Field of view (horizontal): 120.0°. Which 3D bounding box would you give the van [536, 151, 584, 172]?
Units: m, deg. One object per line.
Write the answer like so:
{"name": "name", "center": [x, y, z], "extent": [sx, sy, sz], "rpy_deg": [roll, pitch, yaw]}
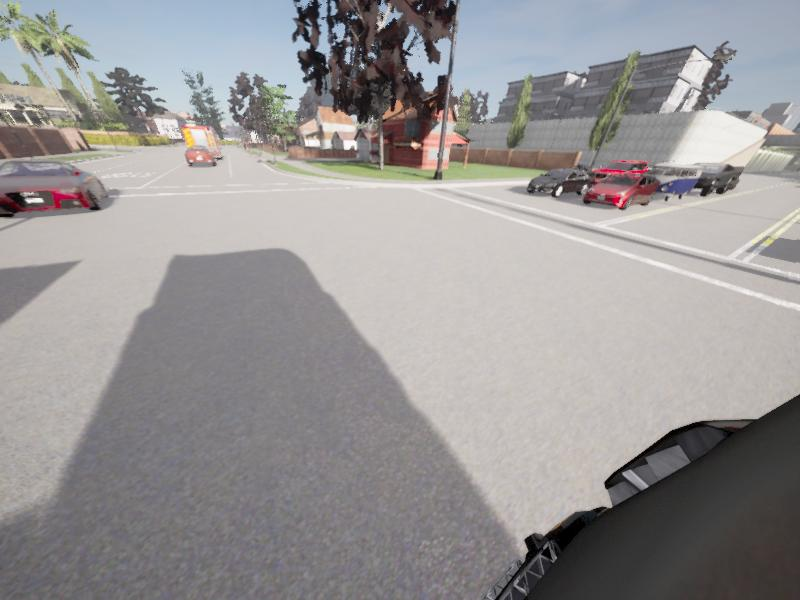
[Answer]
{"name": "van", "center": [26.653, -23.342, 38.822], "extent": [1.988, 2.561, 5.915], "rpy_deg": [-16, 38, -26]}

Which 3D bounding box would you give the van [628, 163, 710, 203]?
{"name": "van", "center": [17.229, -7.583, 14.829], "extent": [4.442, 1.987, 1.775], "rpy_deg": [-16, 38, -26]}

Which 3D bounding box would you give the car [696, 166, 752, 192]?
{"name": "car", "center": [29.910, -11.271, 21.357], "extent": [3.866, 1.878, 1.905], "rpy_deg": [-17, 38, -27]}

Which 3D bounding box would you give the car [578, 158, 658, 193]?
{"name": "car", "center": [17.024, -9.752, 18.041], "extent": [5.566, 2.045, 2.150], "rpy_deg": [-16, 38, -26]}

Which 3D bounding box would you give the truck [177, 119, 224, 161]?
{"name": "truck", "center": [-25.161, -20.375, 29.645], "extent": [2.891, 3.827, 8.468], "rpy_deg": [-17, 38, -27]}

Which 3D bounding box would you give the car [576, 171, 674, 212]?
{"name": "car", "center": [11.945, -5.871, 12.294], "extent": [4.514, 1.525, 2.007], "rpy_deg": [-16, 38, -26]}

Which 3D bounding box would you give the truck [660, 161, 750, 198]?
{"name": "truck", "center": [23.654, -9.424, 17.948], "extent": [6.274, 2.098, 2.390], "rpy_deg": [-15, 37, -25]}

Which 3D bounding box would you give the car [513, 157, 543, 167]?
{"name": "car", "center": [25.526, -27.765, 46.388], "extent": [1.837, 1.490, 4.892], "rpy_deg": [-16, 38, -26]}

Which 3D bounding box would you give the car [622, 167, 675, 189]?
{"name": "car", "center": [22.800, -11.241, 21.205], "extent": [3.806, 1.475, 1.970], "rpy_deg": [-17, 38, -26]}

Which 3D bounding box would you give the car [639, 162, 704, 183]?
{"name": "car", "center": [33.194, -15.849, 28.529], "extent": [1.932, 1.855, 4.605], "rpy_deg": [-3, 33, -12]}

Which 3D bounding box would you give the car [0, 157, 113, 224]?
{"name": "car", "center": [-11.797, -3.881, 7.781], "extent": [1.994, 1.385, 4.181], "rpy_deg": [-24, 42, -34]}

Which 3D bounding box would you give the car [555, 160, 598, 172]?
{"name": "car", "center": [30.274, -23.148, 39.812], "extent": [2.033, 1.411, 5.357], "rpy_deg": [-16, 38, -26]}

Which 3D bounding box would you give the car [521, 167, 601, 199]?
{"name": "car", "center": [10.388, -7.639, 14.895], "extent": [4.892, 1.490, 1.837], "rpy_deg": [-16, 38, -26]}

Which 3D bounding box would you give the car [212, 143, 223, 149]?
{"name": "car", "center": [-49.004, -41.390, 62.126], "extent": [1.895, 1.301, 4.718], "rpy_deg": [-17, 38, -27]}

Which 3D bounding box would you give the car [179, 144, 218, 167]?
{"name": "car", "center": [-19.557, -14.227, 22.719], "extent": [2.152, 1.651, 5.027], "rpy_deg": [-17, 38, -27]}

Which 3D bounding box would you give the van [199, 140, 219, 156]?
{"name": "van", "center": [-29.989, -23.900, 36.323], "extent": [1.775, 1.987, 4.442], "rpy_deg": [-19, 39, -29]}

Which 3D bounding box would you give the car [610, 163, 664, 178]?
{"name": "car", "center": [34.526, -19.078, 33.833], "extent": [2.128, 1.511, 4.902], "rpy_deg": [-16, 38, -26]}
